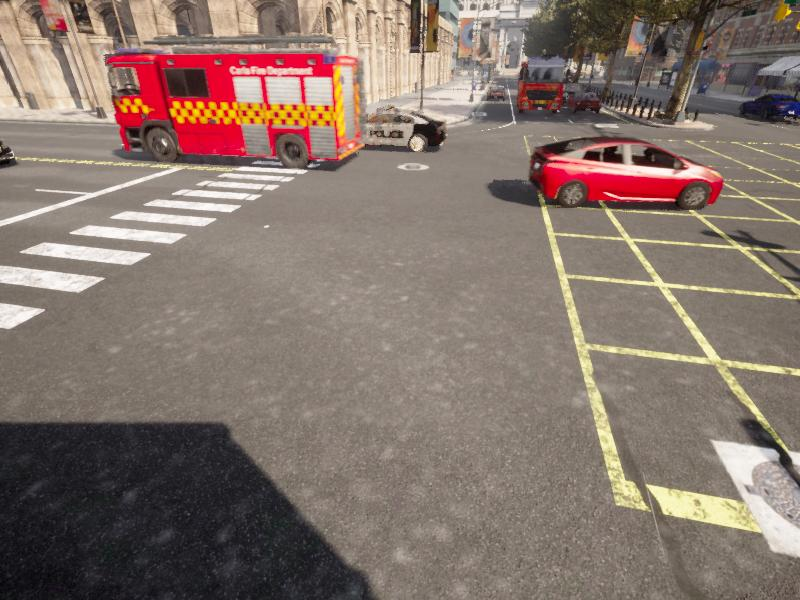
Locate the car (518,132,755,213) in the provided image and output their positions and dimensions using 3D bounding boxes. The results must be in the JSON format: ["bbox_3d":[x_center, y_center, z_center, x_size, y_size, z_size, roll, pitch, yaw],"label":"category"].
[{"bbox_3d":[5.606,-3.294,10.152,4.514,1.525,2.007,1,30,3],"label":"car"}]

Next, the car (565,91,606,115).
[{"bbox_3d":[14.102,-15.122,30.644,1.895,1.301,4.718,6,31,11],"label":"car"}]

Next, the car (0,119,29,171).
[{"bbox_3d":[-15.829,-5.279,13.570,4.892,1.490,1.837,6,31,11],"label":"car"}]

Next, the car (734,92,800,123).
[{"bbox_3d":[24.902,-12.979,26.833,1.812,1.442,4.674,6,31,10],"label":"car"}]

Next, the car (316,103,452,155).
[{"bbox_3d":[-0.602,-7.273,16.849,5.238,1.638,1.930,6,31,11],"label":"car"}]

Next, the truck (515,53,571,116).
[{"bbox_3d":[10.813,-16.895,31.170,2.891,3.827,8.468,6,31,11],"label":"truck"}]

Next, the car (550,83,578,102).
[{"bbox_3d":[16.913,-21.521,41.426,1.970,1.475,3.806,7,31,11],"label":"car"}]

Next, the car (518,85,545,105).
[{"bbox_3d":[12.494,-19.655,38.226,1.970,1.475,3.806,6,31,11],"label":"car"}]

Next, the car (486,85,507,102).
[{"bbox_3d":[9.978,-21.411,41.402,1.895,1.301,4.718,6,31,11],"label":"car"}]

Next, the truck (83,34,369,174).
[{"bbox_3d":[-5.660,-6.971,14.162,8.468,3.827,2.891,6,31,11],"label":"truck"}]

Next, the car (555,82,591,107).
[{"bbox_3d":[15.615,-18.742,36.350,2.097,1.767,4.553,6,31,11],"label":"car"}]
